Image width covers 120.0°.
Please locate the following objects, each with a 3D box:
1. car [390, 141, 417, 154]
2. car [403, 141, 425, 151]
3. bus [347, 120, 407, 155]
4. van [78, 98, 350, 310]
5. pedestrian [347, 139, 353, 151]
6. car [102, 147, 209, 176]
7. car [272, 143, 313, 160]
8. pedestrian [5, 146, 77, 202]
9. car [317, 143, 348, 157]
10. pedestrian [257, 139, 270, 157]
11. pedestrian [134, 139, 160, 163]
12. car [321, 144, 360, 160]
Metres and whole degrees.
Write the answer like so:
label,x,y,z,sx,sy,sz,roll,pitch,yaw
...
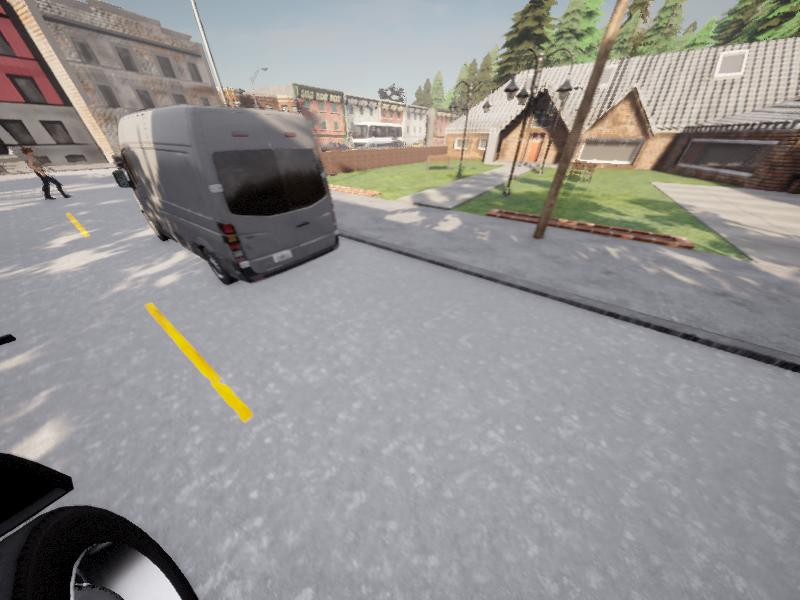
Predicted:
label,x,y,z,sx,sy,sz,roll,pitch,yaw
car,0.615,-25.529,38.666,2.242,1.667,4.611,22,41,28
car,2.893,-31.320,46.975,1.801,1.575,5.366,22,41,28
bus,-3.432,-27.167,38.716,3.944,4.253,10.273,22,41,28
van,-4.063,-2.362,5.022,5.915,2.561,1.988,23,41,29
pedestrian,-9.316,-28.892,43.051,0.751,1.860,0.751,15,38,20
car,-17.876,-10.454,17.251,1.882,1.535,5.008,22,41,28
car,-13.134,-18.358,28.439,1.851,1.617,3.988,22,41,28
pedestrian,-14.352,-5.050,9.295,0.751,1.860,0.751,22,41,28
car,-9.457,-21.302,32.711,1.845,1.501,3.633,22,41,28
pedestrian,-17.372,-19.382,29.412,0.751,1.860,0.751,-29,45,-35
pedestrian,-24.298,-14.359,22.232,0.751,1.860,0.751,18,39,23
car,-7.457,-18.892,29.384,1.812,1.442,4.674,22,41,28
